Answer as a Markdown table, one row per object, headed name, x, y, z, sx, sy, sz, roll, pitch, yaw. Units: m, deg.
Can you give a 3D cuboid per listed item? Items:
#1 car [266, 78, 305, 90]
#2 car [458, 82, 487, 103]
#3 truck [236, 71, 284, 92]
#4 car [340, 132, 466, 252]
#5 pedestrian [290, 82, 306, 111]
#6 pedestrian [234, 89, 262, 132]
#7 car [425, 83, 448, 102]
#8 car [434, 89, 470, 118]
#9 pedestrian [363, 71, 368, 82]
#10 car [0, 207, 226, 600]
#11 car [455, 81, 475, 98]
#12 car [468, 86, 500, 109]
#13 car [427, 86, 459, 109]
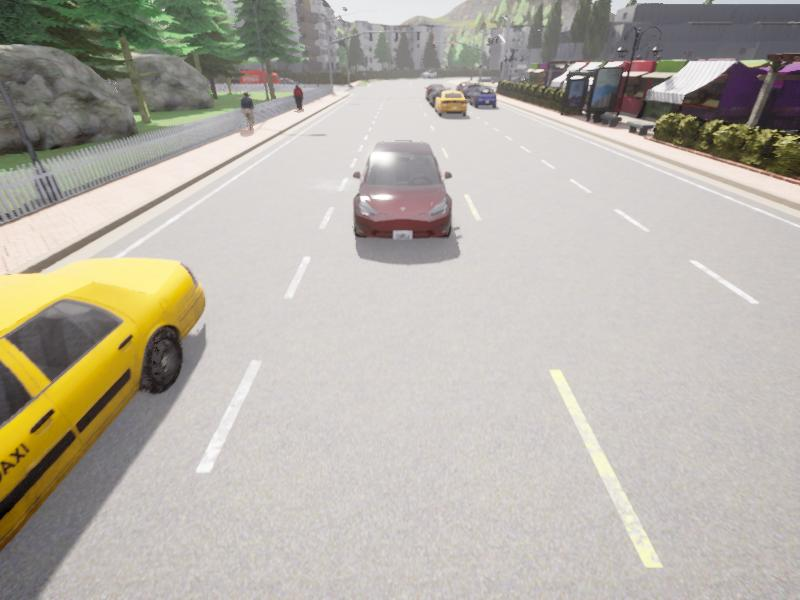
| name | x | y | z | sx | sy | sz | roll | pitch | yaw |
| --- | --- | --- | --- | --- | --- | --- | --- | --- | --- |
| car | -16.455 | -31.216 | 57.845 | 4.902 | 1.511 | 2.128 | 1 | 30 | 1 |
| car | 7.131 | -20.708 | 39.824 | 2.033 | 1.649 | 4.856 | 0 | 30 | 0 |
| truck | -19.008 | -29.900 | 54.640 | 5.204 | 2.467 | 2.627 | 1 | 30 | 1 |
| car | 0.056 | -2.764 | 9.285 | 2.163 | 1.488 | 4.792 | 0 | 30 | 0 |
| pedestrian | -7.378 | -14.786 | 29.091 | 0.751 | 1.860 | 0.751 | 0 | 30 | 0 |
| pedestrian | -7.599 | -9.496 | 20.049 | 0.751 | 1.860 | 0.751 | 1 | 30 | 2 |
| car | 3.633 | -21.077 | 40.536 | 1.882 | 1.535 | 5.008 | 0 | 30 | 0 |
| car | 3.645 | -14.231 | 28.835 | 1.882 | 1.535 | 5.008 | 0 | 30 | 0 |
| pedestrian | -7.320 | -47.119 | 84.350 | 0.751 | 1.860 | 0.751 | 7 | 31 | 12 |
| car | -3.408 | 0.914 | 2.896 | 1.801 | 1.575 | 5.366 | 1 | 30 | 1 |
| car | 7.245 | -23.706 | 45.045 | 1.845 | 1.501 | 3.633 | 2 | 30 | 3 |
| car | 7.118 | -17.343 | 34.224 | 1.816 | 1.474 | 4.193 | 0 | 30 | 0 |
| car | 3.630 | -17.600 | 34.650 | 2.163 | 1.488 | 4.792 | 0 | 30 | 0 |
